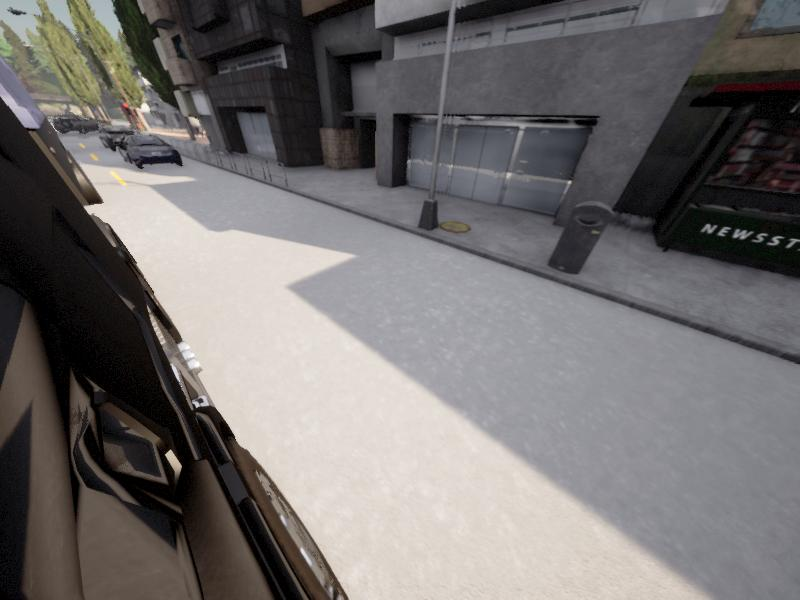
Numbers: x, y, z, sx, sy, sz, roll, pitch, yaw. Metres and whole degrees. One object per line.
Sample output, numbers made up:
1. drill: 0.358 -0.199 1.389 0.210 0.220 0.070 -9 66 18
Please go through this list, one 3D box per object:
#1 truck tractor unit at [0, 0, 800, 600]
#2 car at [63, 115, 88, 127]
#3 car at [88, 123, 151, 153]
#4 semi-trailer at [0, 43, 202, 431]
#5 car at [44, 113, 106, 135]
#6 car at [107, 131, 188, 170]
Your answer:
1. truck tractor unit: -2.645 -0.295 0.351 6.516 4.208 3.053 28 44 30
2. car: -58.035 -31.970 41.299 4.892 1.490 1.837 29 44 29
3. car: -20.737 -12.025 17.078 4.514 1.525 2.007 28 44 30
4. semi-trailer: -8.695 -3.612 4.223 14.254 4.402 2.717 28 44 30
5. car: -38.499 -20.971 27.571 1.932 1.855 4.605 -9 39 -17
6. car: -13.722 -8.183 12.537 4.181 1.385 1.994 28 44 30
